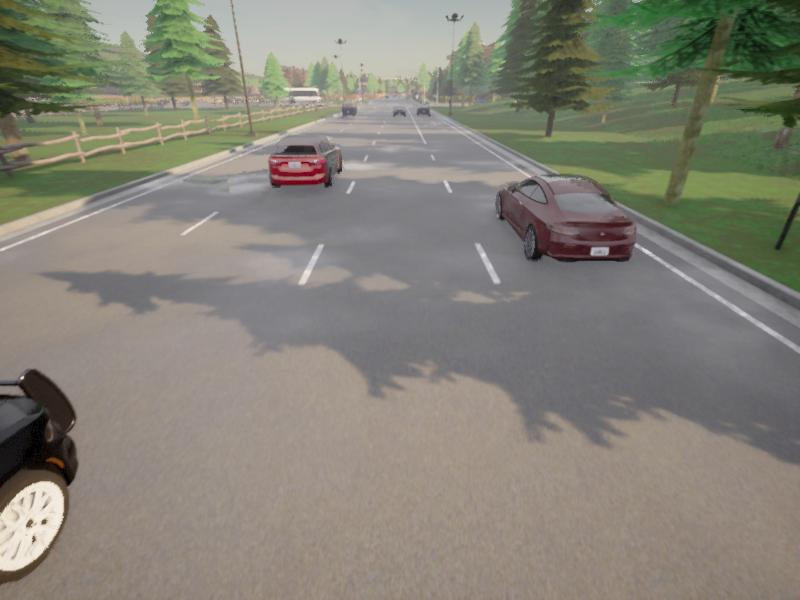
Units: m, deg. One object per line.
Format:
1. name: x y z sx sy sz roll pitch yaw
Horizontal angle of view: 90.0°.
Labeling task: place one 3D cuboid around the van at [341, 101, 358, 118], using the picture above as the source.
1. van: -7.074 -26.933 56.514 1.775 1.987 4.442 0 27 0

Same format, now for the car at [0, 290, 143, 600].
1. car: -3.506 1.850 1.257 1.930 1.638 5.238 0 27 0

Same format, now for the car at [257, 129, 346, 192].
1. car: -3.525 -5.509 15.439 2.242 1.667 4.611 0 27 0

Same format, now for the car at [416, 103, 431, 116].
1. car: 3.423 -28.439 59.690 1.930 1.638 5.238 0 27 0

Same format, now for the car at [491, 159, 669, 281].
1. car: 3.487 -2.058 8.948 1.812 1.442 4.674 0 27 0

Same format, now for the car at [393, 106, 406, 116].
1. car: -0.076 -28.291 59.816 1.895 1.301 4.718 0 27 0
